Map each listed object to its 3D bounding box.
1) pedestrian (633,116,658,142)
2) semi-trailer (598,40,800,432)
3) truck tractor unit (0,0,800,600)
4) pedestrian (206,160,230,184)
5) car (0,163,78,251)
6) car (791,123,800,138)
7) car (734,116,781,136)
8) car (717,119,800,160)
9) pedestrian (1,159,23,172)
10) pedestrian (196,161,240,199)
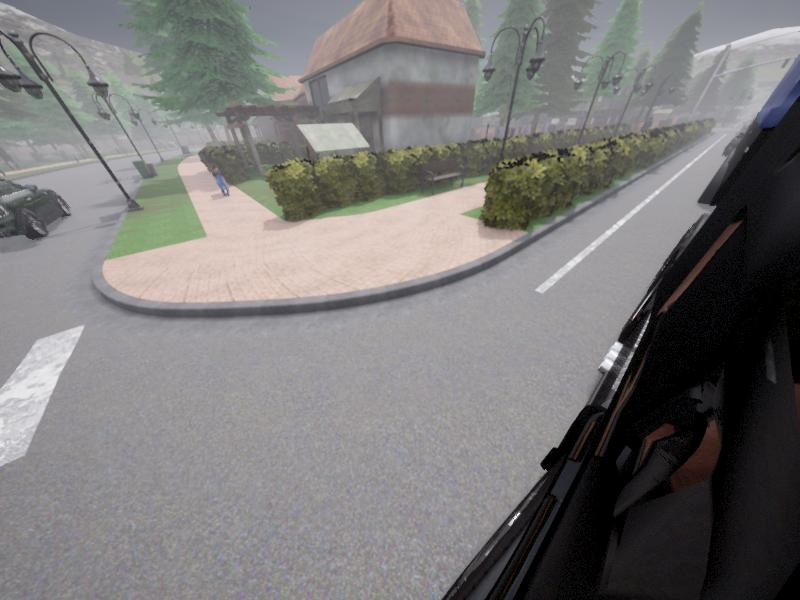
[{"bbox_3d":[22.084,-15.363,20.797,0.751,1.860,0.751,-27,43,-29],"label":"pedestrian"},{"bbox_3d":[8.697,-3.614,4.216,14.254,4.402,2.717,-28,44,-30],"label":"semi-trailer"},{"bbox_3d":[2.645,-0.295,0.351,6.516,4.208,3.053,-28,44,-30],"label":"truck tractor unit"},{"bbox_3d":[-10.015,-7.066,12.748,0.500,1.100,0.500,23,44,30],"label":"pedestrian"},{"bbox_3d":[-12.894,-2.974,7.213,2.097,1.767,4.553,-28,44,-30],"label":"car"},{"bbox_3d":[37.846,-15.744,20.881,4.892,1.490,1.837,-28,44,-30],"label":"car"},{"bbox_3d":[37.957,-18.557,24.598,4.902,1.511,2.128,-28,44,-30],"label":"car"},{"bbox_3d":[21.127,-9.573,13.651,4.856,1.649,2.033,-28,44,-30],"label":"car"},{"bbox_3d":[-39.086,-13.569,23.281,0.500,1.100,0.500,-26,43,-28],"label":"pedestrian"},{"bbox_3d":[-7.657,-5.070,9.776,0.751,1.300,0.751,18,42,26],"label":"pedestrian"}]
